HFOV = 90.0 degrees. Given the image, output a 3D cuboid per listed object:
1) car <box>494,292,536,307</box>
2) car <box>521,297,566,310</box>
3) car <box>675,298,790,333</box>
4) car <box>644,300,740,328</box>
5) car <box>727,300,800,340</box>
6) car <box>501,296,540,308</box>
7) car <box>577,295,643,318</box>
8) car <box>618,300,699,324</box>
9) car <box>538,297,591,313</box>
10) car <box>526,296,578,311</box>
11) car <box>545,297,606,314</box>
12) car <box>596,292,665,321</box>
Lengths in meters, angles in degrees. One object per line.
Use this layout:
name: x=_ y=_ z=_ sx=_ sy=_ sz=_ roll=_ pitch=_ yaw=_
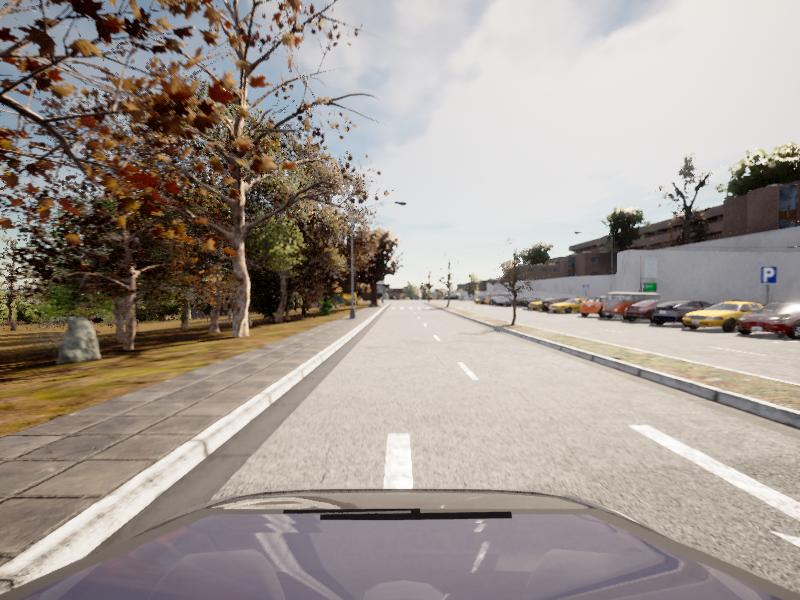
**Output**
car: x=16.884 y=-0.051 z=58.935 sx=5.566 sy=2.045 sz=2.435 roll=1 pitch=1 yaw=-20
car: x=16.851 y=0.405 z=46.998 sx=4.674 sy=1.452 sz=2.002 roll=0 pitch=1 yaw=-20
car: x=16.685 y=0.745 z=20.074 sx=5.366 sy=1.575 sz=1.946 roll=1 pitch=1 yaw=-20
car: x=16.883 y=0.753 z=23.143 sx=4.792 sy=1.488 sz=2.163 roll=1 pitch=0 yaw=-20
car: x=16.829 y=0.803 z=17.147 sx=4.792 sy=1.488 sz=2.163 roll=1 pitch=1 yaw=-20
car: x=16.865 y=0.240 z=55.937 sx=4.892 sy=1.521 sz=2.231 roll=1 pitch=1 yaw=-20
car: x=16.829 y=0.483 z=32.073 sx=4.553 sy=1.767 sz=2.185 roll=0 pitch=1 yaw=-20
car: x=16.851 y=0.728 z=26.115 sx=4.674 sy=1.452 sz=2.002 roll=1 pitch=0 yaw=-20
car: x=16.882 y=0.492 z=41.046 sx=4.792 sy=1.488 sz=2.163 roll=0 pitch=1 yaw=-20
car: x=16.683 y=0.408 z=43.949 sx=5.366 sy=1.575 sz=1.946 roll=0 pitch=1 yaw=-20
car: x=16.682 y=0.508 z=37.983 sx=5.366 sy=1.575 sz=1.946 roll=0 pitch=1 yaw=-20
car: x=16.751 y=0.426 z=29.044 sx=4.442 sy=1.987 sz=1.878 roll=0 pitch=1 yaw=-20
